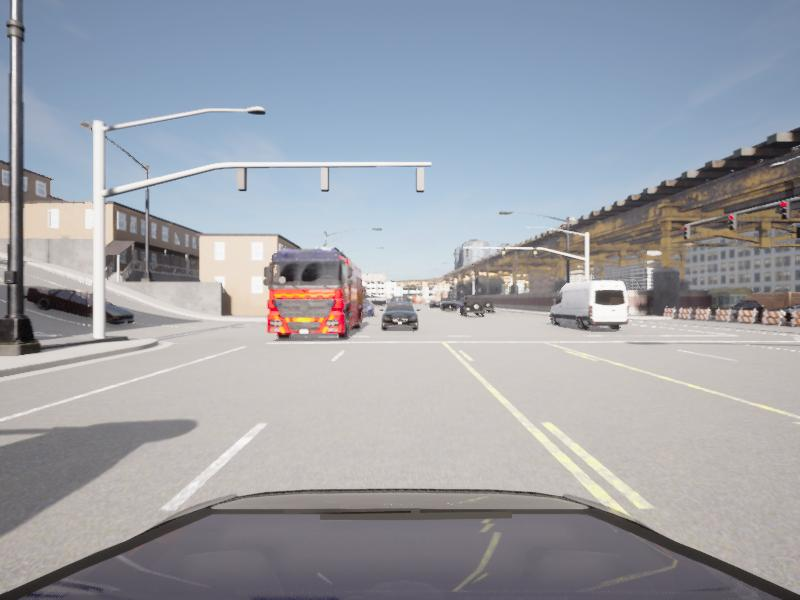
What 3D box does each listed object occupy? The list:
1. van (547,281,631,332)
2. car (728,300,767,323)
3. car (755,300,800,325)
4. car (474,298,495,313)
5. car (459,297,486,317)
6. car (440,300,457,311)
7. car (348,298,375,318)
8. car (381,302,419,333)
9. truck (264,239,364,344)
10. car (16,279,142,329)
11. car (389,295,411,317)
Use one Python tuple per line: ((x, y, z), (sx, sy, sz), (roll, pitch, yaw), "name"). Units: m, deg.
((10.505, 0.327, 22.882), (1.988, 2.561, 5.915), (0, 0, 0), "van")
((26.433, 0.803, 30.385), (2.038, 1.542, 4.974), (0, 0, 44), "car")
((26.444, 0.802, 25.777), (2.038, 1.542, 4.974), (0, 0, -36), "car")
((10.500, 0.656, 49.924), (1.905, 1.878, 3.866), (0, 0, 0), "car")
((7.001, 0.654, 39.002), (1.905, 1.878, 3.866), (0, 0, 0), "car")
((6.999, 0.783, 58.386), (1.930, 1.638, 5.238), (0, 0, 0), "car")
((-3.502, 0.703, 37.449), (2.097, 1.767, 4.553), (0, 0, 0), "car")
((0.001, 0.851, 21.784), (1.837, 1.490, 4.892), (0, 0, 0), "car")
((-3.515, -0.312, 18.802), (2.891, 3.827, 8.468), (0, 0, 0), "truck")
((-18.256, 0.225, 22.942), (5.357, 1.411, 2.033), (15, 0, -2), "car")
((-0.002, 0.579, 41.157), (2.150, 2.045, 5.566), (0, 0, 0), "car")
